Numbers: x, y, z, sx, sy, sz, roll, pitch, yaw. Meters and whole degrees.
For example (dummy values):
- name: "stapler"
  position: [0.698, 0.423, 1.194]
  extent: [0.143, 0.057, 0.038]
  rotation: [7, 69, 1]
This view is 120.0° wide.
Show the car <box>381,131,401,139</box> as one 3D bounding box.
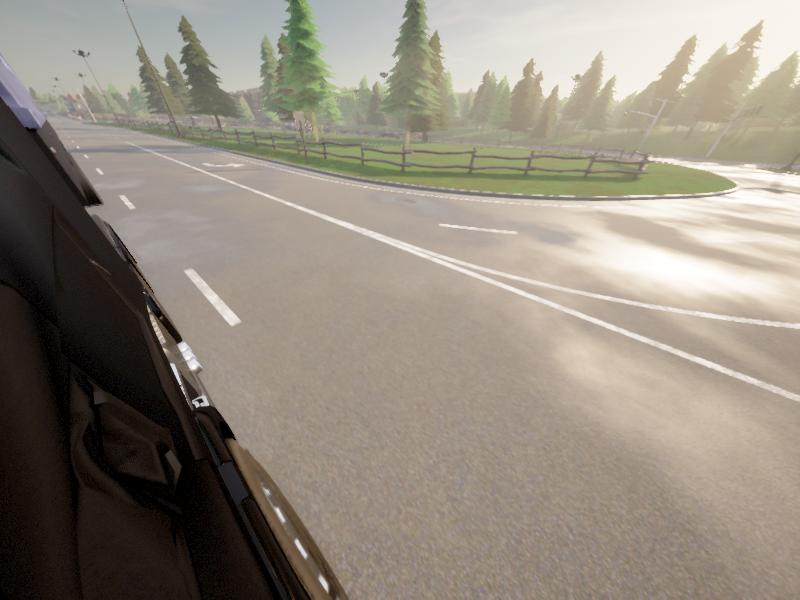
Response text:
- name: "car"
  position: [-2.454, -43.828, 61.382]
  extent: [5.027, 1.651, 2.152]
  rotation: [28, 43, 30]

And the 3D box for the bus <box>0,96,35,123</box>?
- name: "bus"
  position: [-84.358, -41.198, 50.080]
  extent: [10.273, 4.253, 3.944]
  rotation: [28, 43, 30]

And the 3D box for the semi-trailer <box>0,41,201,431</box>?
- name: "semi-trailer"
  position: [-8.697, -3.597, 4.240]
  extent: [14.254, 4.402, 2.717]
  rotation: [28, 43, 30]

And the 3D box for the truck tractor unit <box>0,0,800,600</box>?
- name: "truck tractor unit"
  position: [-2.645, -0.295, 0.351]
  extent: [6.516, 4.208, 3.053]
  rotation: [28, 44, 30]
